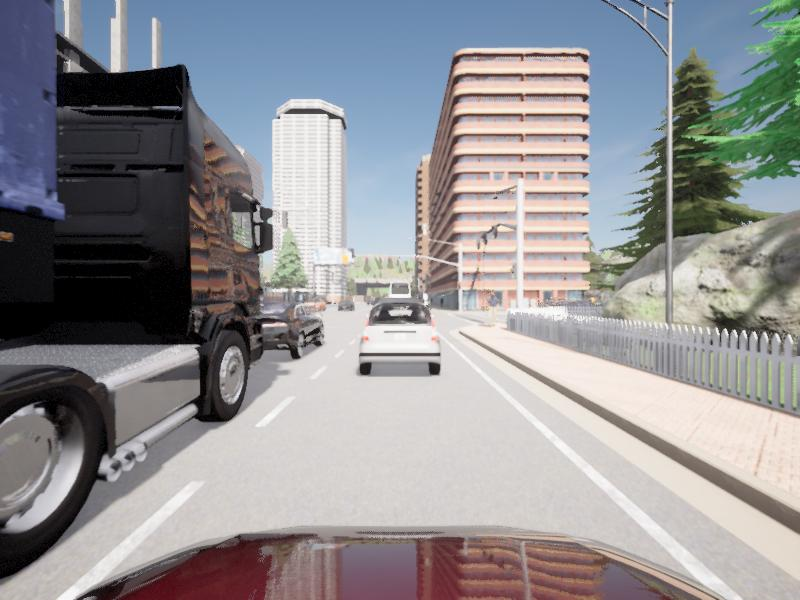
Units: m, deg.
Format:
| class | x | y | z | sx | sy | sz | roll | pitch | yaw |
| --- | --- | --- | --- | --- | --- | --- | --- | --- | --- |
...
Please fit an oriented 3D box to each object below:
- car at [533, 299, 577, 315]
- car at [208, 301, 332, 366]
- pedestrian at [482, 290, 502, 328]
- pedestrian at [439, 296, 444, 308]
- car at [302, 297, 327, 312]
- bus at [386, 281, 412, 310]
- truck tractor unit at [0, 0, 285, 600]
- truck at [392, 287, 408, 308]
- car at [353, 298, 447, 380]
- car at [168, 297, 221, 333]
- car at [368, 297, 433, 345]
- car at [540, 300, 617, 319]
| class | x | y | z | sx | sy | sz | roll | pitch | yaw |
| --- | --- | --- | --- | --- | --- | --- | --- | --- | --- |
| car | 15.213 | 0.648 | 39.357 | 3.705 | 1.549 | 1.789 | 0 | 0 | -18 |
| car | -3.500 | 0.802 | 11.955 | 2.128 | 1.511 | 4.902 | 0 | 0 | 0 |
| pedestrian | 4.597 | 0.429 | 19.978 | 0.751 | 1.860 | 0.751 | 0 | 0 | -10 |
| pedestrian | 6.355 | 0.314 | 61.122 | 0.751 | 1.860 | 0.751 | 0 | 0 | 0 |
| car | -10.500 | 0.556 | 49.268 | 2.097 | 1.767 | 4.553 | 0 | 0 | 0 |
| bus | -0.119 | -0.714 | 64.550 | 3.944 | 4.253 | 10.273 | 0 | 0 | 0 |
| truck tractor unit | -3.405 | -0.526 | 3.374 | 3.053 | 4.208 | 6.516 | 0 | 0 | -1 |
| truck | 0.008 | -0.541 | 77.264 | 2.891 | 3.827 | 8.468 | 0 | 0 | 0 |
| car | 0.001 | 0.760 | 9.855 | 1.851 | 1.617 | 3.988 | 0 | 0 | 0 |
| car | -10.873 | 0.710 | 21.469 | 2.033 | 1.649 | 4.856 | 2 | 0 | -22 |
| car | 0.025 | 0.711 | 16.107 | 2.242 | 1.667 | 4.611 | 0 | 0 | 0 |
| car | 14.083 | 0.750 | 31.614 | 5.357 | 1.411 | 2.033 | 0 | 0 | -13 |
